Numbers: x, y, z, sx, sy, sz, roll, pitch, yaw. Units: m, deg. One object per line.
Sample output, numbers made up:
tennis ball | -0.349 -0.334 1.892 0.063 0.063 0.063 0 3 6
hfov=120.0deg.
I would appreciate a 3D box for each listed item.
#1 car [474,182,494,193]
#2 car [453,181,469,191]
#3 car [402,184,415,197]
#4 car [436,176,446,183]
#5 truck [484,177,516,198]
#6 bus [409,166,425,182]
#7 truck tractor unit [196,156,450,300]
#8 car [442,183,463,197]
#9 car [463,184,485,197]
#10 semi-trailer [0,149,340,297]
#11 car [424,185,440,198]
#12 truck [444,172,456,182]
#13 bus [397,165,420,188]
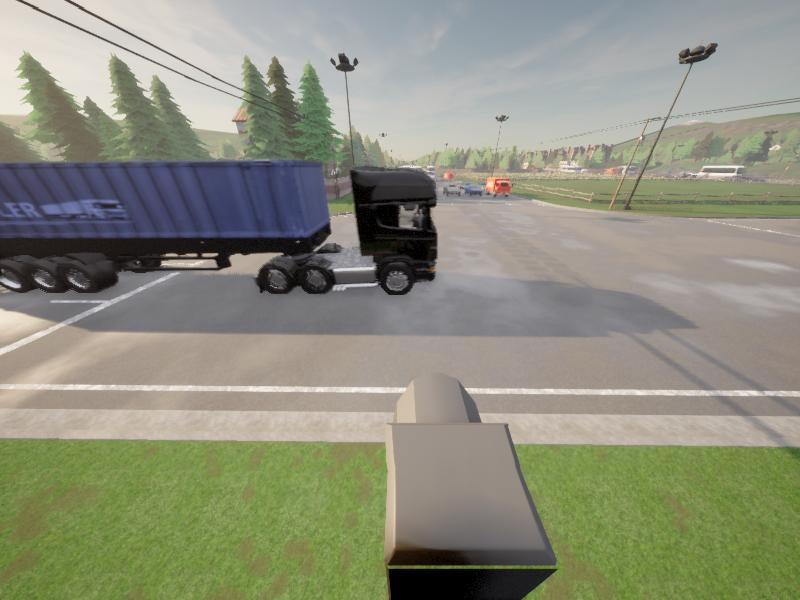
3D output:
car | 15.341 -20.694 42.321 2.007 1.525 4.514 0 30 0
car | 11.848 -22.205 44.988 1.970 1.475 3.806 0 30 0
car | 1.315 -17.497 36.868 1.812 1.442 4.674 0 30 0
car | 11.963 -35.510 67.841 2.242 1.667 4.611 0 30 0
truck | 15.310 -17.512 35.860 2.627 2.467 5.204 0 30 0
bus | 5.142 -39.677 72.472 3.944 4.253 10.273 0 30 -1
truck tractor unit | -1.970 -2.598 8.276 6.516 4.208 3.053 0 30 1
car | 8.315 -17.780 37.179 2.152 1.651 5.027 0 30 0
car | 11.815 -17.729 37.175 1.882 1.535 5.008 0 30 0
semi-trailer | -9.884 -2.743 8.336 14.254 4.402 2.717 1 30 1
car | 4.804 -16.481 34.999 1.789 1.549 3.705 0 30 0
truck | 15.482 -38.593 72.378 2.627 2.467 5.204 0 30 0
bus | 1.654 -29.070 54.119 3.944 4.253 10.273 -3 30 -5
